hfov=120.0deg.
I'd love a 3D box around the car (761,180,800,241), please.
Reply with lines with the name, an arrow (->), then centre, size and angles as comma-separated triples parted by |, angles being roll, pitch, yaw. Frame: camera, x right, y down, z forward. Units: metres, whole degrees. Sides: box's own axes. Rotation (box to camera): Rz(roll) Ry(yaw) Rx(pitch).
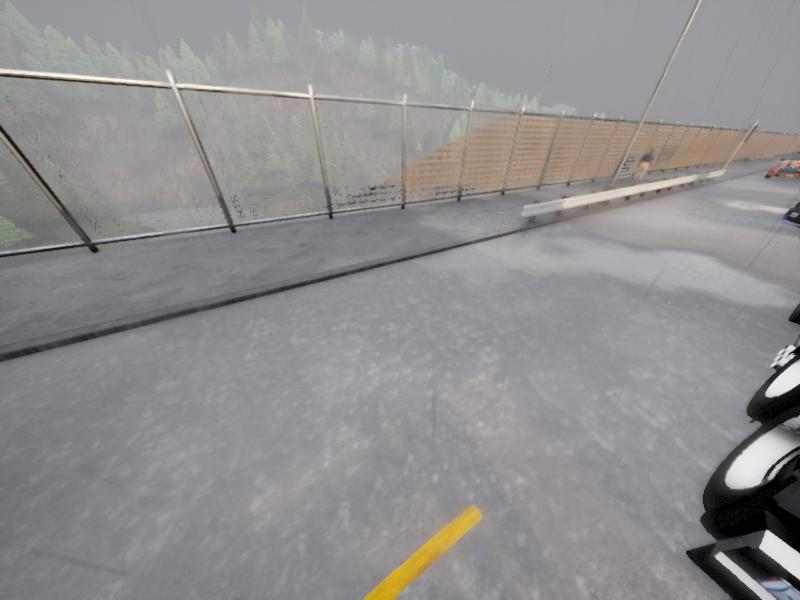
car -> 13.793, -1.984, 5.601 | 5.008, 1.535, 1.882 | 20, 39, 26

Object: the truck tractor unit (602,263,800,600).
truck tractor unit -> 5.116, -0.293, 0.792 | 6.516, 4.208, 3.053 | -18, 39, -24

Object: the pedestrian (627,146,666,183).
pedestrian -> 14.967, -8.228, 14.072 | 0.751, 1.860, 0.751 | -17, 39, -24

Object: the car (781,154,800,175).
car -> 35.246, -11.622, 19.741 | 4.181, 1.385, 1.994 | -18, 39, -25

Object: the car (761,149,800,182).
car -> 28.911, -9.704, 16.569 | 4.553, 1.767, 2.097 | -18, 39, -24
